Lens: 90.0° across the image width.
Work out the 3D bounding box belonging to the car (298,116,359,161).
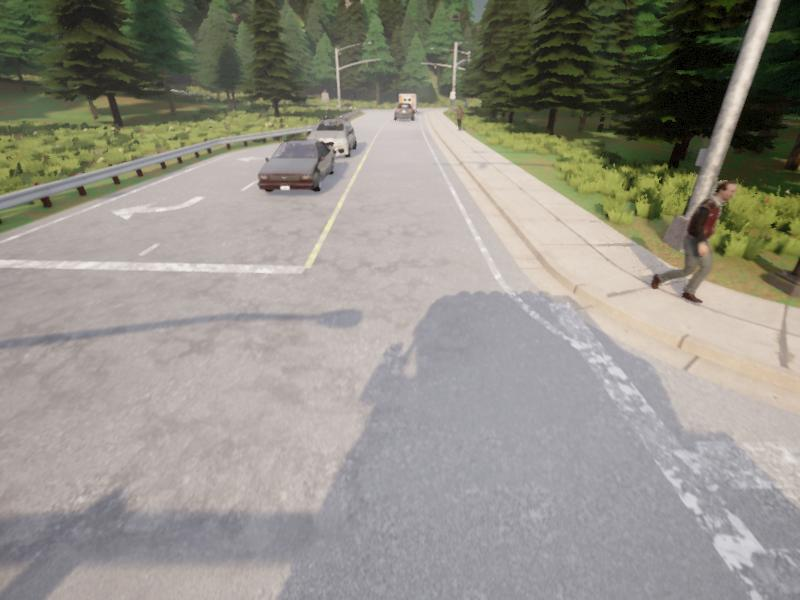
[{"bbox_3d":[-3.488,-8.418,20.593,2.242,1.667,4.611,0,28,0],"label":"car"}]

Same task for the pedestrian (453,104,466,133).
[{"bbox_3d":[4.381,-13.362,29.422,0.751,1.860,0.751,1,28,3],"label":"pedestrian"}]

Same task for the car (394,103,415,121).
[{"bbox_3d":[0.516,-21.015,44.553,2.242,1.667,4.611,1,27,2],"label":"car"}]

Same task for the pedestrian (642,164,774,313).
[{"bbox_3d":[4.277,-0.877,5.677,0.751,1.860,0.751,-16,32,-27],"label":"pedestrian"}]

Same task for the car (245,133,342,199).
[{"bbox_3d":[-3.502,-4.988,14.366,2.033,1.411,5.357,0,28,0],"label":"car"}]

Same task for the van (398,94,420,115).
[{"bbox_3d":[1.348,-27.763,56.591,2.351,2.431,6.366,3,28,6],"label":"van"}]
